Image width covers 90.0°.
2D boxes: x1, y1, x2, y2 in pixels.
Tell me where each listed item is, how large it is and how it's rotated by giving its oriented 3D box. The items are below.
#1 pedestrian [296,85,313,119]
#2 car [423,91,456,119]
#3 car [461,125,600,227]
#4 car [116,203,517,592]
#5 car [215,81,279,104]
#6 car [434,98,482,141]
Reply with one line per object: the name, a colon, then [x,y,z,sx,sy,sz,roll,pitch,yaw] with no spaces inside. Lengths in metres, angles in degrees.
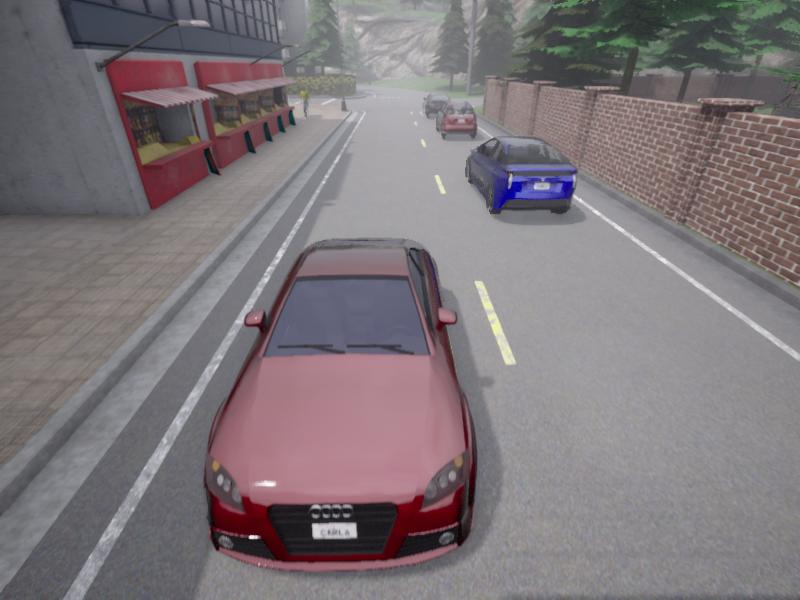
pedestrian: [-5.860,-12.199,24.651,0.751,1.860,0.751,-2,30,-3]
car: [2.651,-13.767,28.133,1.812,1.442,4.674,0,30,-1]
car: [2.956,-3.400,10.313,2.007,1.525,4.514,0,30,-1]
car: [-0.447,0.295,4.147,1.994,1.385,4.181,-1,30,-1]
car: [-13.459,-18.388,35.467,4.611,1.667,2.242,-1,30,-2]
car: [2.788,-9.092,20.029,1.789,1.549,3.705,0,31,-1]
